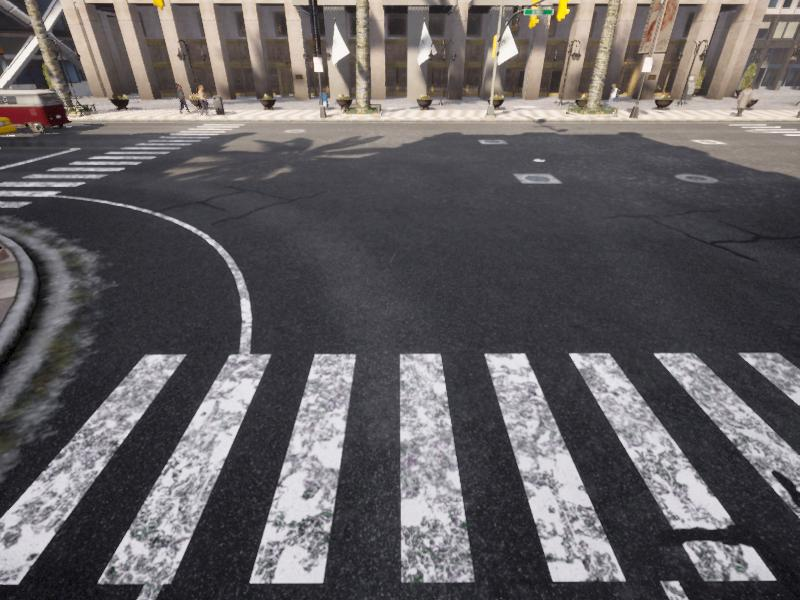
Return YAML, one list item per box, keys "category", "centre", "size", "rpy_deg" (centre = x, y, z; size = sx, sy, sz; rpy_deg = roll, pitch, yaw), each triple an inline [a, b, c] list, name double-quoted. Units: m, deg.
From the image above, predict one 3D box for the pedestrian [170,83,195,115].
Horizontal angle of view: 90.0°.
- category: "pedestrian"
  centre: [-14.700, -13.565, 27.028]
  size: [0.751, 1.860, 0.751]
  rpy_deg: [8, 31, 13]

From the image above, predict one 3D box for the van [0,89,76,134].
- category: "van"
  centre: [-20.202, -9.835, 20.868]
  size: [4.442, 1.987, 1.775]
  rpy_deg: [-2, 30, -3]

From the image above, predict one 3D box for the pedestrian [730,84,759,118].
- category: "pedestrian"
  centre: [21.995, -12.706, 25.567]
  size: [0.751, 1.860, 0.751]
  rpy_deg: [24, 38, 35]

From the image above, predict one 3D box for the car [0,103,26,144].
- category: "car"
  centre: [-20.648, -7.895, 17.948]
  size: [5.366, 1.575, 1.801]
  rpy_deg: [-2, 30, -3]

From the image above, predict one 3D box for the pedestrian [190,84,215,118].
- category: "pedestrian"
  centre: [-12.598, -12.732, 25.602]
  size: [0.751, 1.860, 0.751]
  rpy_deg: [5, 31, 8]

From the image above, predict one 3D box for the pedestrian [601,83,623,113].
- category: "pedestrian"
  centre: [14.924, -14.259, 28.223]
  size: [0.751, 1.860, 0.751]
  rpy_deg: [-26, 39, -37]
